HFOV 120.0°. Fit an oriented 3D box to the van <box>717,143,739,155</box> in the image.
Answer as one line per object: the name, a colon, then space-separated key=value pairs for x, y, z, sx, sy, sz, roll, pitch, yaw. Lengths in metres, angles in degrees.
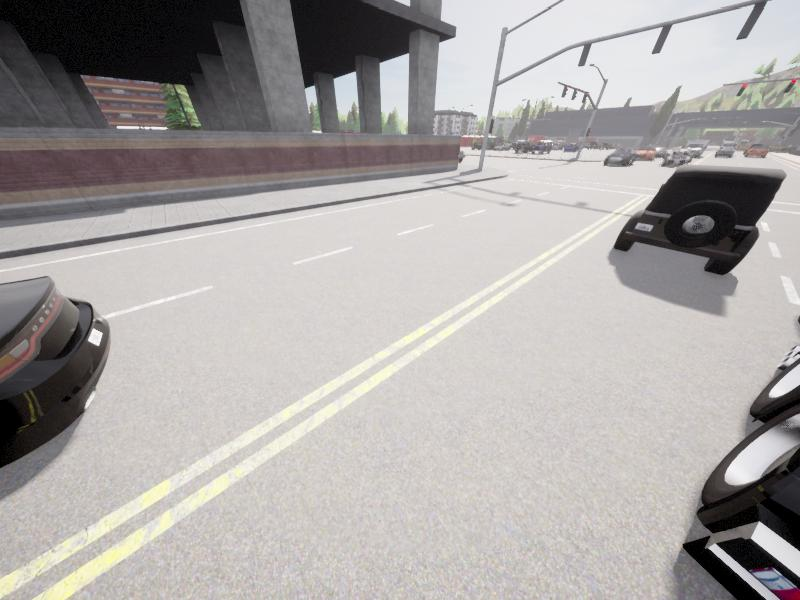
van: x=66.728 y=-30.847 z=47.043 sx=4.442 sy=1.987 sz=1.775 roll=-26 pitch=42 yaw=-32

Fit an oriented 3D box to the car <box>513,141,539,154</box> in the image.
car: x=23.144 y=-28.016 z=42.443 sx=4.605 sy=1.855 sz=1.932 roll=-26 pitch=42 yaw=-32

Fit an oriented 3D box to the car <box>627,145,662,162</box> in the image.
car: x=32.951 y=-19.795 z=31.083 sx=4.553 sy=1.767 sz=2.097 roll=-26 pitch=42 yaw=-32

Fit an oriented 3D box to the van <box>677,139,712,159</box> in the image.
van: x=47.644 y=-24.487 z=37.381 sx=6.366 sy=2.431 sz=2.351 roll=-26 pitch=42 yaw=-32

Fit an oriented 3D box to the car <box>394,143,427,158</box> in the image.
car: x=1.440 y=-22.836 z=35.218 sx=1.930 sy=1.638 sz=5.238 roll=-26 pitch=43 yaw=-32

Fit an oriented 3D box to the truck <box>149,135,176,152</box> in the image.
truck: x=-44.235 y=-29.199 z=43.054 sx=2.615 sy=2.467 sz=5.204 roll=-26 pitch=42 yaw=-32

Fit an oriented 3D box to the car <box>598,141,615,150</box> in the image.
car: x=54.811 y=-40.979 z=61.298 sx=4.605 sy=1.855 sz=1.932 roll=-26 pitch=42 yaw=-32

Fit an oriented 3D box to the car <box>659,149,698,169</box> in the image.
car: x=28.609 y=-14.633 z=23.889 sx=1.970 sy=1.475 sz=3.806 roll=27 pitch=43 yaw=33

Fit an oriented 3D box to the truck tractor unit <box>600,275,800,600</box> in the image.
truck tractor unit: x=5.129 y=-0.283 z=0.756 sx=6.516 sy=4.208 sz=3.053 roll=-18 pitch=39 yaw=-23

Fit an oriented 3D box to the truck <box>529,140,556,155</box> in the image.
truck: x=25.060 y=-26.843 z=40.613 sx=4.478 sy=2.038 sz=2.069 roll=-26 pitch=42 yaw=-32

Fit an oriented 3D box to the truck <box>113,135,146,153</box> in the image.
truck: x=-47.533 y=-27.624 z=40.767 sx=2.615 sy=2.467 sz=5.204 roll=-26 pitch=42 yaw=-32

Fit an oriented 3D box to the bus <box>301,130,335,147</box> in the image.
bus: x=-26.168 y=-52.081 z=74.730 sx=3.944 sy=4.253 sz=10.273 roll=16 pitch=38 yaw=21

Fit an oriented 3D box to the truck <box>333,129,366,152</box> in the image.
truck: x=-11.374 y=-35.478 z=51.331 sx=2.891 sy=3.827 sz=8.468 roll=-26 pitch=43 yaw=-32

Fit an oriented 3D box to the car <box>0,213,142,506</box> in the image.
car: x=-5.085 y=1.152 z=0.861 sx=5.238 sy=1.638 sz=1.930 roll=-26 pitch=43 yaw=-32

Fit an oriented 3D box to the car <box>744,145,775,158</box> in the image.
car: x=60.678 y=-25.237 z=39.124 sx=4.553 sy=1.767 sz=2.097 roll=-26 pitch=42 yaw=-32

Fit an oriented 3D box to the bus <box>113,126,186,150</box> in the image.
bus: x=-57.537 y=-37.590 z=53.689 sx=10.273 sy=4.253 sz=3.944 roll=-25 pitch=42 yaw=-32

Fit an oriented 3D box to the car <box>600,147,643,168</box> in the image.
car: x=23.657 y=-15.288 z=24.635 sx=4.856 sy=1.649 sz=2.033 roll=-26 pitch=43 yaw=-32

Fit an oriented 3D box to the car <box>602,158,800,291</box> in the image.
car: x=6.883 y=-2.072 z=5.367 sx=3.866 sy=1.878 sz=1.905 roll=-26 pitch=42 yaw=-32
